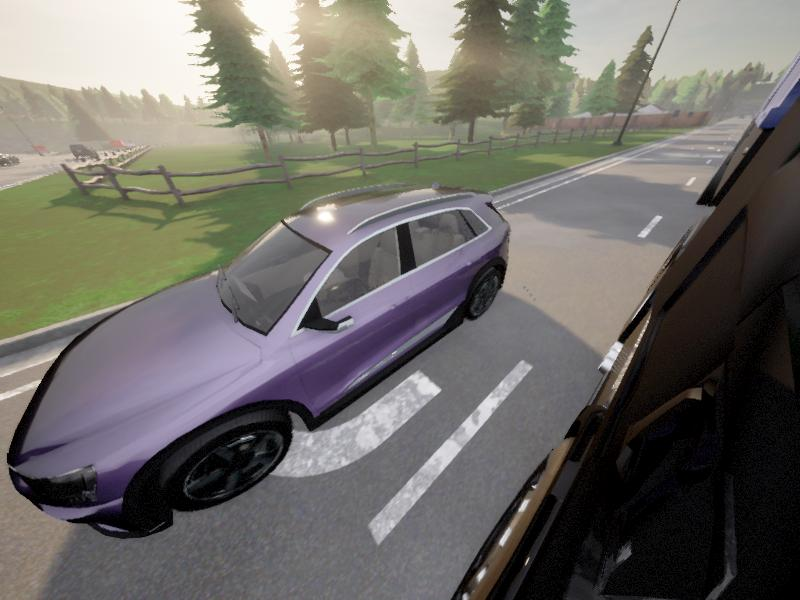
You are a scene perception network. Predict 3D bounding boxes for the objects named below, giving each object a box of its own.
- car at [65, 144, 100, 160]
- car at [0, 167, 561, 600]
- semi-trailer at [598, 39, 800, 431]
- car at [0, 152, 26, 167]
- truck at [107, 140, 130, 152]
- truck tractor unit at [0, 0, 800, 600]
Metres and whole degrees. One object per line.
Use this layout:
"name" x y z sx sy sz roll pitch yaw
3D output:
"car" -54.593 -25.636 39.872 2.150 2.045 5.566 -27 43 -29
"car" -0.559 -0.255 2.673 4.856 1.649 2.033 -28 43 -30
"semi-trailer" 8.693 -3.604 4.239 14.254 4.402 2.717 -28 44 -30
"car" -55.996 -19.808 32.589 1.837 1.490 4.892 -27 43 -29
"truck" -79.016 -43.462 65.015 2.627 2.467 5.204 -26 43 -28
"truck tractor unit" 2.645 -0.295 0.352 6.516 4.208 3.053 -28 44 -30
